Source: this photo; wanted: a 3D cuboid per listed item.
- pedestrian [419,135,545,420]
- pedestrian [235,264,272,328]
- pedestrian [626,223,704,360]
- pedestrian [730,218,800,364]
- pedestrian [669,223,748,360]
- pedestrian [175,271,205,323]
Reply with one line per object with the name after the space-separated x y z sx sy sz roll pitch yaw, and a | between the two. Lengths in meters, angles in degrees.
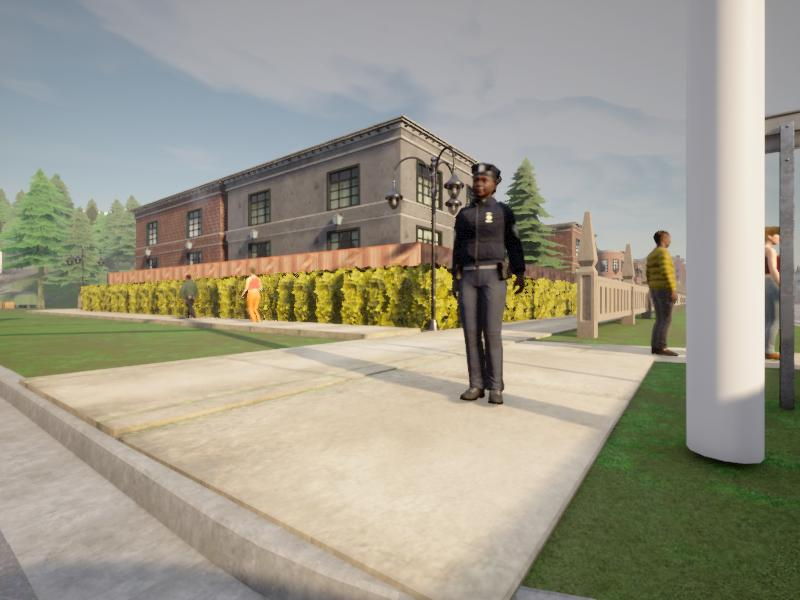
0.661 -0.146 3.132 0.751 1.860 0.751 0 0 32 | pedestrian
-4.417 -0.115 12.078 0.751 1.860 0.751 0 0 37 | pedestrian
3.867 -0.115 5.898 0.751 1.860 0.751 0 0 13 | pedestrian
5.128 -0.115 5.518 0.751 1.860 0.751 0 0 27 | pedestrian
4.504 -0.115 5.901 0.751 1.860 0.751 0 0 21 | pedestrian
-7.842 -0.115 14.971 0.751 1.860 0.751 0 0 38 | pedestrian
